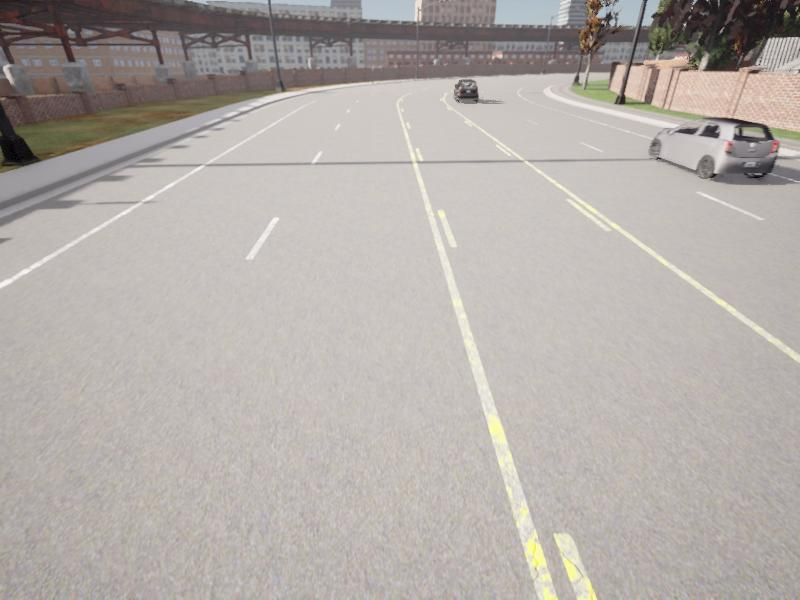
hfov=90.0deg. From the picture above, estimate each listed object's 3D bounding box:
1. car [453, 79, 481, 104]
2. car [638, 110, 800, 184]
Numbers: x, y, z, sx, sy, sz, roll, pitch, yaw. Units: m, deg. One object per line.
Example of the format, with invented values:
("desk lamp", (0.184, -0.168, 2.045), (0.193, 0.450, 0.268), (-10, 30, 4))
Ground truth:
("car", (5.322, -16.867, 32.251), (1.789, 1.549, 3.705), (1, 31, 2))
("car", (9.405, -4.793, 12.252), (1.845, 1.501, 3.633), (-1, 31, -2))
